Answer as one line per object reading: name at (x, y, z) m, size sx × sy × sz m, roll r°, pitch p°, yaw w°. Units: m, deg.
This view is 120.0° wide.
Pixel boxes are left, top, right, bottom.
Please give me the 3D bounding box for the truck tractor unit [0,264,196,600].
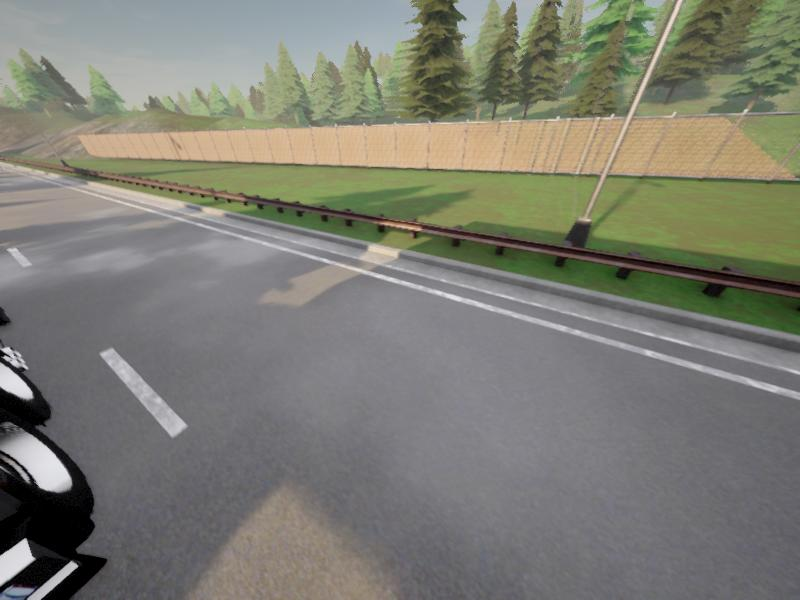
truck tractor unit at (-5.113, -0.294, 0.798) m, size 6.516 × 4.208 × 3.053 m, roll 18°, pitch 38°, yaw 24°
